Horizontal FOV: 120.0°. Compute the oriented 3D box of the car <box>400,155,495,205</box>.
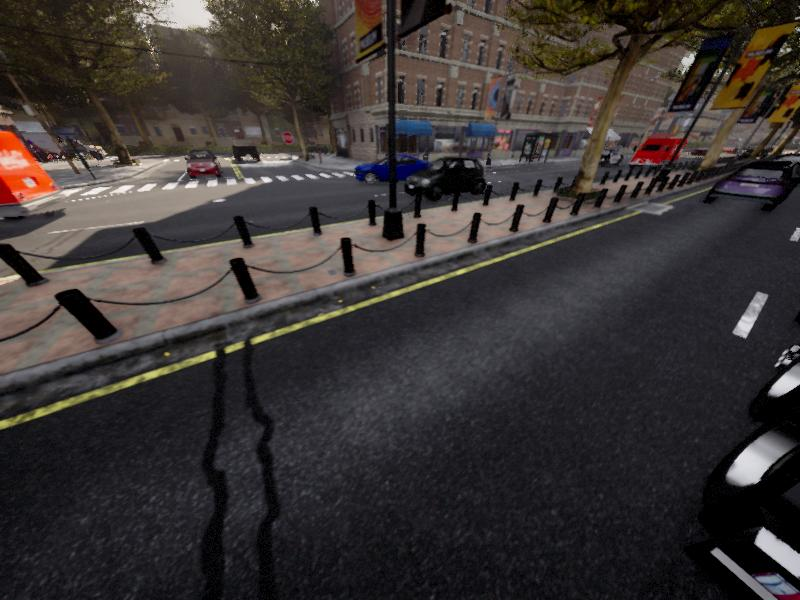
[{"bbox_3d":[2.195,-5.781,10.905,3.988,1.617,1.851,-19,39,-26],"label":"car"}]

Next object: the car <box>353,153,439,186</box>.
[{"bbox_3d":[-0.307,-8.248,14.485,5.008,1.535,1.882,-6,36,-9],"label":"car"}]

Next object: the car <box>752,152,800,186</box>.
[{"bbox_3d":[26.827,-9.067,15.801,5.238,1.638,1.930,-19,39,-26],"label":"car"}]

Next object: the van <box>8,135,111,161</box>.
[{"bbox_3d":[-41.268,-18.756,28.439,6.366,2.431,2.351,-19,39,-26],"label":"van"}]

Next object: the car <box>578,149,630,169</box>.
[{"bbox_3d":[21.275,-14.811,24.098,4.974,1.542,2.038,-19,39,-26],"label":"car"}]

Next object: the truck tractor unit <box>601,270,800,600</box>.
[{"bbox_3d":[5.117,-0.296,0.766,6.516,4.208,3.053,-18,39,-24],"label":"truck tractor unit"}]

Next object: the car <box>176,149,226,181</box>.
[{"bbox_3d":[-13.902,-9.704,16.399,1.851,1.617,3.988,-18,39,-24],"label":"car"}]

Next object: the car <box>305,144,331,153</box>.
[{"bbox_3d":[-15.959,-29.594,45.137,4.181,1.385,1.994,-18,39,-24],"label":"car"}]

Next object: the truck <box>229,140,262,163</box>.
[{"bbox_3d":[-18.746,-18.087,27.961,2.390,2.098,6.274,-20,40,-27],"label":"truck"}]

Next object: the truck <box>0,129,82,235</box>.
[{"bbox_3d":[-13.526,-2.961,5.968,5.204,2.467,2.627,-19,39,-26],"label":"truck"}]

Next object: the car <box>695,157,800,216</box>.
[{"bbox_3d":[15.526,-5.087,10.006,4.856,1.649,2.033,-20,39,-26],"label":"car"}]

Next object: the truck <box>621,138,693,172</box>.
[{"bbox_3d":[24.546,-13.992,22.126,5.204,2.467,2.627,-19,39,-26],"label":"truck"}]

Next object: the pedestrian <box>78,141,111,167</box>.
[{"bbox_3d":[-26.153,-12.530,19.819,0.751,1.860,0.751,-20,40,-26],"label":"pedestrian"}]
